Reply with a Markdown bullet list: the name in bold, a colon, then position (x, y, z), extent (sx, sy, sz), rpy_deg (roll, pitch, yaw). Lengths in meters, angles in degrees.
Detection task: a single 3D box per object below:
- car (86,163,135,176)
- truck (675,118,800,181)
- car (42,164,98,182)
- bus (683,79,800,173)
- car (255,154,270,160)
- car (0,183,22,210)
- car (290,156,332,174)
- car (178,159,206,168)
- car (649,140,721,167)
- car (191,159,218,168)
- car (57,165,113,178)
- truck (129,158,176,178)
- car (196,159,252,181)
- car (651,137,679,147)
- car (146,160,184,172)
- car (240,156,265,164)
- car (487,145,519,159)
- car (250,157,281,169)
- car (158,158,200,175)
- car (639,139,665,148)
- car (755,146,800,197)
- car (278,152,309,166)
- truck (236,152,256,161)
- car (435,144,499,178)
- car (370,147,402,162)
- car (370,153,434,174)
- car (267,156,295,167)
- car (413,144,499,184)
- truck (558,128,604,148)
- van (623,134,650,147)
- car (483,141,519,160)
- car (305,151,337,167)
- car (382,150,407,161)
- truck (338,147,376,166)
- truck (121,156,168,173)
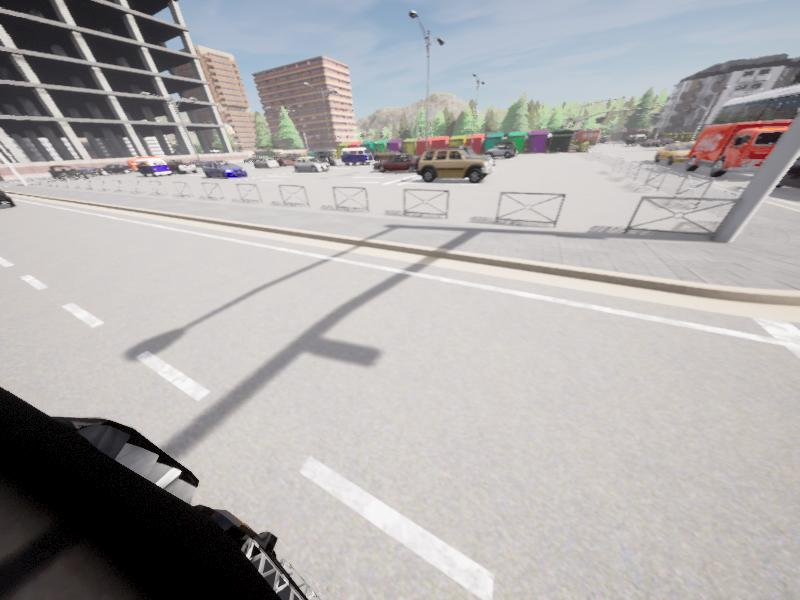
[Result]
- **car**: position (-50.241, -22.815, 40.266), extent (1.837, 1.490, 4.892), rpy_deg (13, 37, 23)
- **truck**: position (18.896, -8.383, 12.852), extent (2.627, 2.467, 5.204), rpy_deg (14, 37, 24)
- **car**: position (-46.745, -18.130, 32.863), extent (1.905, 1.878, 3.866), rpy_deg (13, 37, 23)
- **bus**: position (24.872, -11.334, 15.219), extent (3.944, 4.253, 10.273), rpy_deg (15, 37, 24)
- **car**: position (-47.552, -49.435, 79.941), extent (1.851, 1.617, 3.988), rpy_deg (14, 37, 23)
- **car**: position (-26.272, -6.472, 14.250), extent (5.008, 1.535, 1.882), rpy_deg (13, 37, 23)
- **car**: position (-9.728, -14.767, 25.284), extent (3.806, 1.475, 1.970), rpy_deg (14, 37, 23)
- **car**: position (-47.013, -30.842, 52.314), extent (1.816, 1.474, 4.193), rpy_deg (13, 37, 23)
- **car**: position (22.408, -11.784, 18.488), extent (1.801, 1.575, 5.366), rpy_deg (15, 37, 24)
- **car**: position (-43.563, -30.418, 51.501), extent (1.970, 1.475, 3.806), rpy_deg (13, 37, 23)
- **car**: position (-54.366, -22.297, 40.046), extent (2.033, 1.411, 5.357), rpy_deg (13, 37, 23)
- **truck**: position (-31.457, -16.826, 29.410), extent (4.478, 2.038, 2.069), rpy_deg (14, 37, 23)
- **car**: position (-17.998, -13.346, 23.650), extent (4.611, 1.667, 2.242), rpy_deg (14, 37, 23)
- **car**: position (52.055, -31.228, 45.557), extent (2.033, 1.411, 5.357), rpy_deg (15, 37, 24)
- **car**: position (-46.780, -26.739, 46.098), extent (2.242, 1.667, 4.611), rpy_deg (13, 37, 23)
- **car**: position (-38.354, -36.544, 60.163), extent (1.882, 1.535, 5.008), rpy_deg (13, 37, 23)
- **car**: position (14.718, -21.117, 32.955), extent (3.806, 1.475, 1.970), rpy_deg (14, 37, 23)
- **car**: position (-20.638, -20.999, 35.456), extent (3.806, 1.475, 1.970), rpy_deg (14, 37, 23)
- **car**: position (-30.220, -18.244, 31.613), extent (4.605, 1.855, 1.932), rpy_deg (14, 37, 23)
- **car**: position (45.831, -28.608, 42.202), extent (1.895, 1.301, 4.718), rpy_deg (15, 37, 24)
- **car**: position (15.782, -4.538, 8.170), extent (1.845, 1.501, 3.633), rpy_deg (14, 37, 24)
- **car**: position (-18.197, -24.065, 39.433), extent (4.605, 1.855, 1.932), rpy_deg (14, 37, 23)
- **truck**: position (-55.845, -52.175, 83.899), extent (2.615, 2.467, 5.204), rpy_deg (14, 37, 23)
- **car**: position (4.655, -9.787, 16.295), extent (3.866, 1.878, 1.905), rpy_deg (14, 37, 23)
- **car**: position (-2.258, -23.634, 37.579), extent (4.605, 1.855, 1.932), rpy_deg (14, 37, 23)
- **car**: position (0.126, -12.383, 20.950), extent (5.357, 1.415, 2.033), rpy_deg (14, 37, 23)
- **car**: position (-19.343, -22.506, 37.562), extent (3.905, 1.438, 1.784), rpy_deg (14, 37, 23)
- **car**: position (3.311, -8.320, 14.192), extent (4.605, 1.855, 1.932), rpy_deg (14, 37, 23)
- **truck**: position (47.693, -42.957, 61.291), extent (8.468, 3.827, 2.891), rpy_deg (26, 43, 36)
- **van**: position (50.596, -34.209, 49.574), extent (2.069, 2.038, 4.480), rpy_deg (9, 36, 17)
- **car**: position (13.402, -19.837, 30.703), extent (3.866, 1.878, 1.905), rpy_deg (14, 37, 23)
- **car**: position (-11.587, -20.796, 34.035), extent (3.866, 1.878, 1.905), rpy_deg (14, 37, 23)
- **car**: position (-0.896, -24.927, 39.795), extent (3.905, 1.438, 1.784), rpy_deg (14, 37, 23)
- **truck**: position (-5.888, -19.495, 31.477), extent (4.478, 2.038, 2.069), rpy_deg (14, 37, 23)
- **truck**: position (-50.660, -27.036, 45.992), extent (2.627, 2.467, 5.204), rpy_deg (13, 37, 23)
